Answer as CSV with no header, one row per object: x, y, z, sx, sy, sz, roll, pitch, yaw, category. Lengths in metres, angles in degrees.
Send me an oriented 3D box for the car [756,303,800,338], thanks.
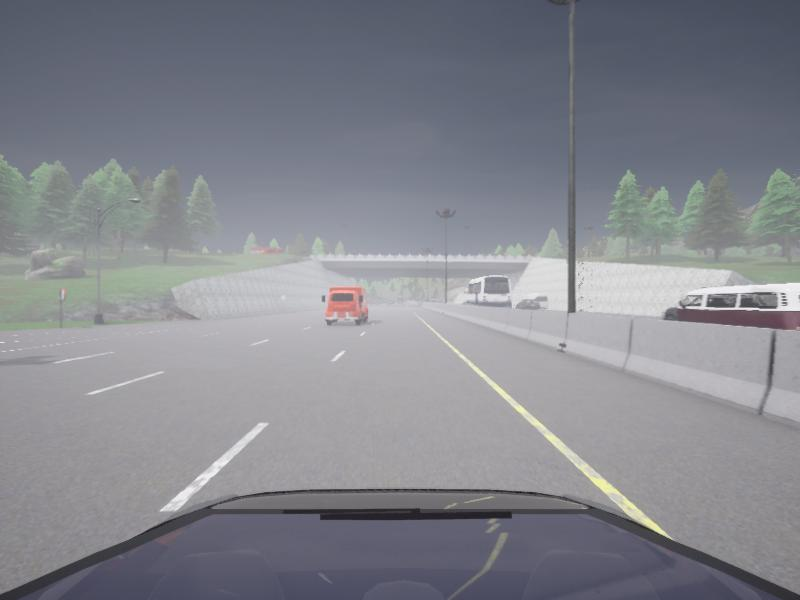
17.502,0.871,16.329,1.812,1.442,4.674,0,0,0,car

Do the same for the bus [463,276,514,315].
10.384,-0.526,48.400,3.944,4.253,10.273,0,0,0,bus

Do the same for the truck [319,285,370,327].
-3.494,0.360,26.492,2.627,2.467,5.204,0,0,0,truck

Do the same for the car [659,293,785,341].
14.003,0.654,17.843,1.932,1.855,4.605,0,0,0,car

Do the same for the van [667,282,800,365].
10.504,0.573,11.969,2.069,2.038,4.480,0,0,0,van

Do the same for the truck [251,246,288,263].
-32.594,-11.313,99.979,8.468,3.827,2.891,0,0,0,truck

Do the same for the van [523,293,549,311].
21.010,0.327,61.978,1.988,2.561,5.915,0,0,0,van

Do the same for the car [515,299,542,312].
17.504,0.763,54.766,2.242,1.667,4.611,0,0,0,car
